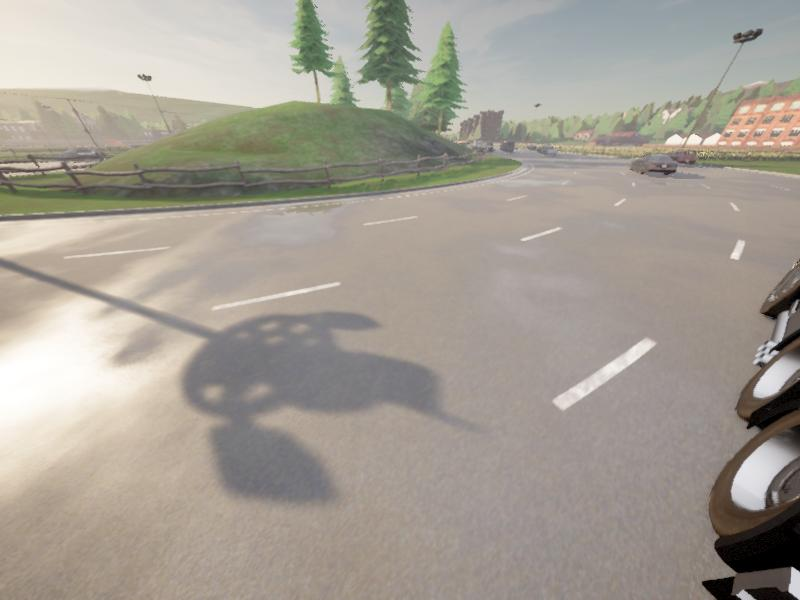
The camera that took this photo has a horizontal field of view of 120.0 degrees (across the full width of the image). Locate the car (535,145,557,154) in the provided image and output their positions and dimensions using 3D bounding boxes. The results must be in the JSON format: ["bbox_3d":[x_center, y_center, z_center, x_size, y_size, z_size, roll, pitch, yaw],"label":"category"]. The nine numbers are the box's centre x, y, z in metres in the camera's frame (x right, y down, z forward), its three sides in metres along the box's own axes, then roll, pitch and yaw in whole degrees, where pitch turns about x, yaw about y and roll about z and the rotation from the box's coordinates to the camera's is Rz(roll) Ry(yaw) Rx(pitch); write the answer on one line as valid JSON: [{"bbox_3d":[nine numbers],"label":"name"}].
[{"bbox_3d":[32.235,-33.400,51.174,2.242,1.667,4.611,3,35,5],"label":"car"}]

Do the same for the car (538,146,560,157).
[{"bbox_3d":[27.670,-27.709,43.019,1.845,1.501,3.633,3,35,5],"label":"car"}]

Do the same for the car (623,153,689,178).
[{"bbox_3d":[21.287,-11.467,19.525,2.033,1.411,5.357,16,37,21],"label":"car"}]

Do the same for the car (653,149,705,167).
[{"bbox_3d":[31.831,-16.359,26.533,1.845,1.501,3.633,8,35,11],"label":"car"}]

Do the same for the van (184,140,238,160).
[{"bbox_3d":[-28.620,-23.077,35.402,2.351,2.431,6.366,3,35,5],"label":"van"}]

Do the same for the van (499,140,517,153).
[{"bbox_3d":[25.808,-37.016,55.651,1.988,2.561,5.915,3,35,5],"label":"van"}]

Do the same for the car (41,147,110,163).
[{"bbox_3d":[-43.233,-19.546,31.039,2.038,1.542,4.974,3,35,5],"label":"car"}]

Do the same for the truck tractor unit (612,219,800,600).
[{"bbox_3d":[5.028,-0.377,0.890,6.516,4.208,3.053,-21,40,-28],"label":"truck tractor unit"}]

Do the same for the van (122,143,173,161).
[{"bbox_3d":[-35.939,-21.234,33.100,1.775,1.987,4.442,3,35,5],"label":"van"}]
